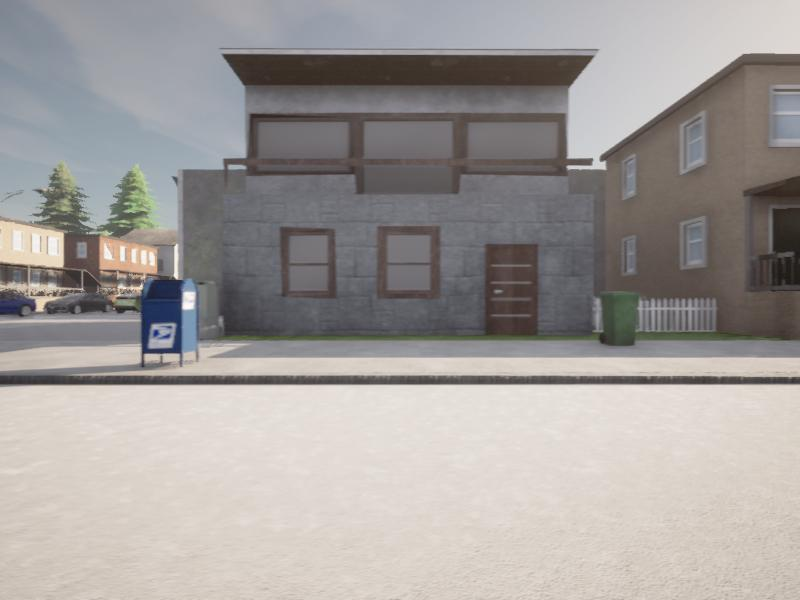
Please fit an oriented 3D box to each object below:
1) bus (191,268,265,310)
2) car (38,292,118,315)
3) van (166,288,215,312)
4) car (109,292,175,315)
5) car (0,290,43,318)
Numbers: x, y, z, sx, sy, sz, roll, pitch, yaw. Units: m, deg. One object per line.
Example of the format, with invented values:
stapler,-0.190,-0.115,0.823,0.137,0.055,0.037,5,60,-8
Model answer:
bus,-19.015,-1.134,45.348,3.944,4.253,10.273,0,0,0
car,-22.842,0.244,28.693,1.837,1.490,4.892,0,0,0
van,-18.864,-0.029,36.235,2.069,2.038,4.480,0,0,0
car,-18.853,0.228,29.551,2.007,1.525,4.514,0,0,0
car,-22.819,0.222,21.990,1.882,1.535,5.008,0,0,0
